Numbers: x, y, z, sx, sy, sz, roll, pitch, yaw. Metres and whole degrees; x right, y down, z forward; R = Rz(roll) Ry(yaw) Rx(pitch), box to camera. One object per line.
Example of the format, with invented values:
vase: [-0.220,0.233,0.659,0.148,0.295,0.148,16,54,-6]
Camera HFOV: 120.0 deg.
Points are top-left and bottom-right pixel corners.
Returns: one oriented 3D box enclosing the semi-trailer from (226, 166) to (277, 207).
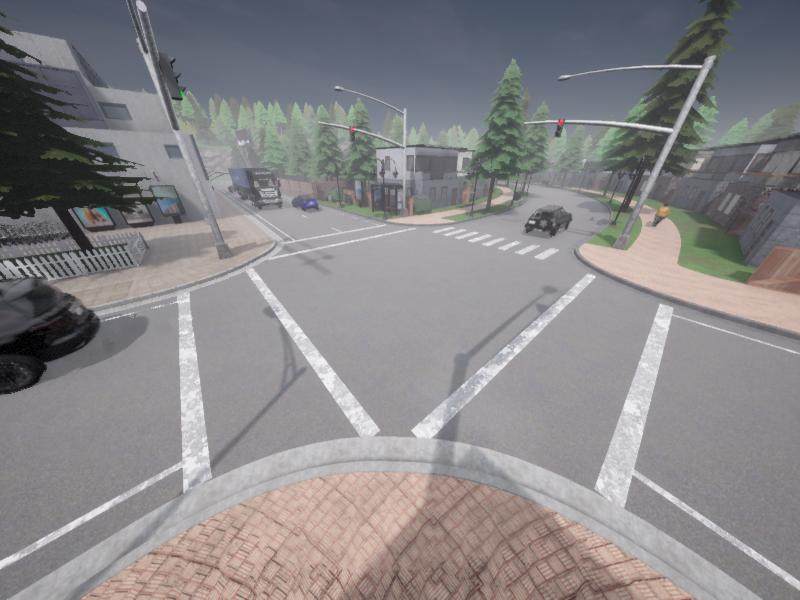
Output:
semi-trailer: [-21.275,-16.446,32.635,2.717,4.402,14.254,-22,37,-33]

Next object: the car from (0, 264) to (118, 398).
car: [-10.239,1.218,4.444,5.566,2.045,2.150,-23,37,-34]

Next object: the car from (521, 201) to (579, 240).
car: [11.128,-6.029,17.100,4.605,1.855,1.932,-26,39,-36]

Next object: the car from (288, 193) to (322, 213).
car: [-10.980,-11.285,26.587,2.007,1.525,4.514,-22,37,-33]

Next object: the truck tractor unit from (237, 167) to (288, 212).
truck tractor unit: [-16.338,-13.266,27.330,3.053,4.208,6.516,-22,36,-32]

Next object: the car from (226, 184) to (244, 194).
car: [-30.946,-20.838,43.291,1.994,1.385,4.181,-22,37,-33]

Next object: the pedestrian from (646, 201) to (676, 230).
pedestrian: [19.499,-6.339,17.305,0.751,1.860,0.751,-21,36,-32]
